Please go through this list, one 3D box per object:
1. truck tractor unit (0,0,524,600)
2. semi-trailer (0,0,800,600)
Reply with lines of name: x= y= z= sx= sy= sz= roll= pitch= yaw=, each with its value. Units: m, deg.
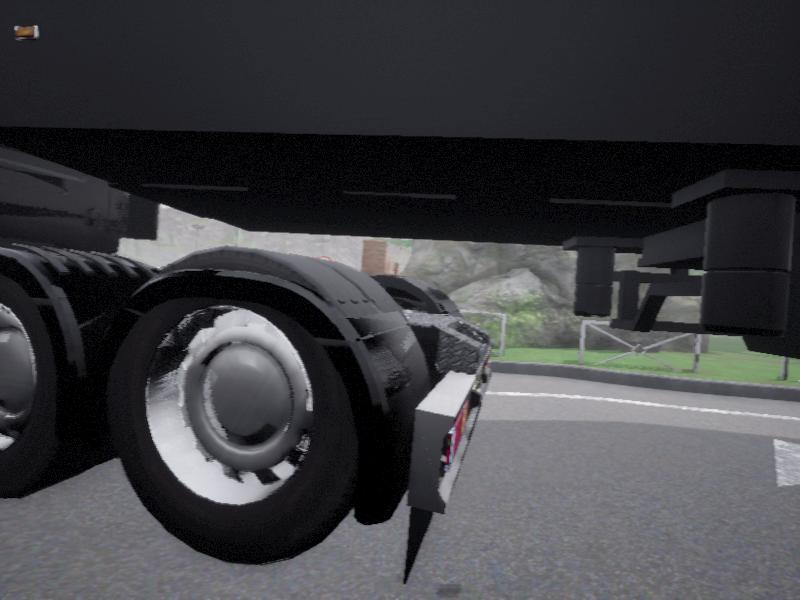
truck tractor unit: x=-2.479 y=-1.276 z=3.244 sx=6.516 sy=4.208 sz=3.053 roll=3 pitch=2 yaw=16
semi-trailer: x=5.335 y=-0.927 z=2.150 sx=14.254 sy=4.402 sz=2.717 roll=3 pitch=1 yaw=5
